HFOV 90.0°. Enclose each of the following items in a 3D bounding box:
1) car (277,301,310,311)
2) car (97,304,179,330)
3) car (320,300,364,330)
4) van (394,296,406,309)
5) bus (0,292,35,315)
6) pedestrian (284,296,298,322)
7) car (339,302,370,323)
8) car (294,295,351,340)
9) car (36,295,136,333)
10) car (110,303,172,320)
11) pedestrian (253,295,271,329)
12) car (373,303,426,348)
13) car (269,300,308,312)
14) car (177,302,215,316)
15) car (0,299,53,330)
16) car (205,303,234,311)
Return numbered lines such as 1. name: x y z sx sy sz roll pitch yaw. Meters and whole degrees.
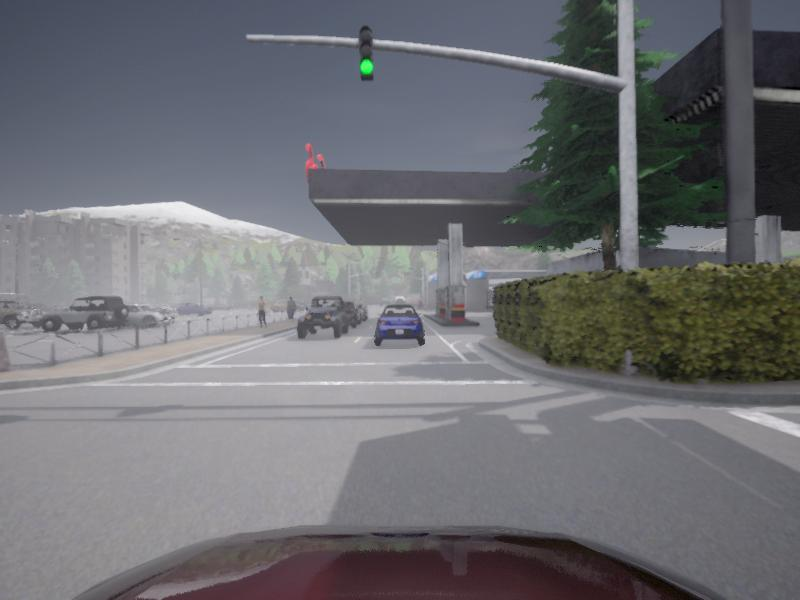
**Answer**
1. car: -16.516 0.917 62.271 4.514 1.523 2.007 -1 0 0
2. car: -16.199 1.000 24.878 3.806 1.475 1.970 -1 0 0
3. car: -3.515 0.857 25.284 2.033 1.649 4.856 -1 0 0
4. van: -0.006 0.503 68.653 2.069 2.038 4.480 -1 -2 0
5. bus: -76.126 0.683 75.669 10.273 4.253 3.944 -1 0 -1
6. pedestrian: -7.707 0.630 28.313 0.751 1.860 0.751 -1 0 -1
7. car: -3.514 0.921 31.607 1.970 1.475 3.806 -1 0 0
8. car: -3.520 0.737 18.831 1.905 1.878 3.866 -1 0 0
9. car: -16.796 0.732 21.549 3.866 1.878 1.905 -1 0 0
10. car: -24.037 1.048 37.252 4.514 1.523 2.007 -1 0 0
11. pedestrian: -7.634 0.640 22.129 0.751 1.860 0.751 -1 0 -1
12. car: -0.017 0.891 15.800 1.816 1.474 4.193 -1 0 0
13. car: -16.445 0.913 59.134 5.027 1.636 2.152 -1 0 0
14. car: -24.051 1.052 47.245 3.633 1.501 1.845 -1 0 0
15. car: -24.681 0.880 24.791 4.605 1.855 1.932 -1 0 0
16. car: -35.896 1.385 79.675 4.792 1.488 2.163 -1 0 -1
